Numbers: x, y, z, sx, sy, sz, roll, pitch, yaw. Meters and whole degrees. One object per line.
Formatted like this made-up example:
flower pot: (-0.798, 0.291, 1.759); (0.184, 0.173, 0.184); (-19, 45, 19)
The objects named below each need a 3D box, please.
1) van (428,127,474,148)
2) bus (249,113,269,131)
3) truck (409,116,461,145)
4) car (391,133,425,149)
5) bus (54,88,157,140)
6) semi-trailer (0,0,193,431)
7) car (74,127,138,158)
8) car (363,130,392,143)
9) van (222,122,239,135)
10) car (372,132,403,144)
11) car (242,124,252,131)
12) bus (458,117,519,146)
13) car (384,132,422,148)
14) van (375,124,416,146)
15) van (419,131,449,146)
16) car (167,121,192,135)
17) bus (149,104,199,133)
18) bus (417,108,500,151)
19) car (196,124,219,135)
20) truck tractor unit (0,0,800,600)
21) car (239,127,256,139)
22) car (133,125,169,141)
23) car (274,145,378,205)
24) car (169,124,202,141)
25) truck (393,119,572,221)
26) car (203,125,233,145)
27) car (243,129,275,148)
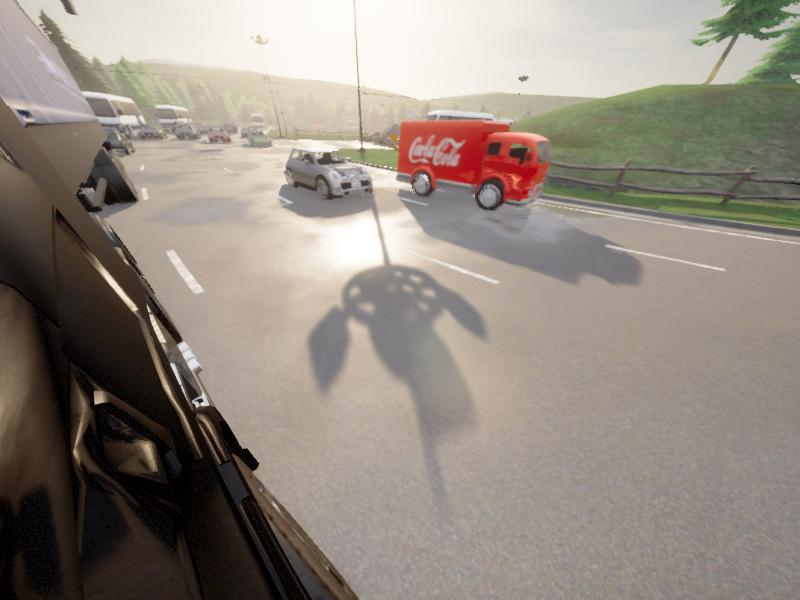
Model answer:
van: (7.916, -25.224, 35.974); (6.366, 2.431, 2.351); (-13, 39, -20)
bus: (-45.563, -57.524, 74.863); (3.944, 4.253, 10.273); (-13, 39, -19)
truck: (6.207, -29.941, 41.048); (8.468, 3.827, 2.891); (-13, 39, -20)
car: (1.029, -21.004, 30.601); (3.988, 1.617, 1.851); (-13, 39, -20)
bus: (-35.302, -22.763, 28.704); (3.944, 4.253, 10.273); (-17, 41, -23)
semi-trailer: (-8.286, -3.832, 4.626); (2.717, 4.402, 14.254); (-29, 47, -35)
car: (-19.991, -10.943, 15.945); (1.789, 1.549, 3.705); (-23, 43, -30)
car: (-4.010, -28.965, 40.968); (4.611, 1.667, 2.242); (-13, 39, -20)
van: (-34.097, -34.604, 46.592); (1.775, 1.987, 4.442); (-13, 39, -19)
car: (-2.097, -27.065, 38.668); (4.892, 1.490, 1.837); (-13, 39, -20)
car: (-48.057, -54.434, 72.808); (1.801, 1.575, 5.366); (-13, 39, -19)
bus: (16.967, -32.553, 44.806); (10.273, 4.253, 3.944); (-13, 39, -20)
car: (0.375, -23.133, 33.415); (5.027, 1.651, 2.152); (-13, 39, -20)
van: (-0.650, -25.539, 35.823); (5.915, 2.561, 1.988); (-13, 39, -20)
van: (5.692, -26.807, 38.347); (4.442, 1.987, 1.775); (-13, 39, -20)
car: (-38.301, -30.005, 40.254); (1.905, 1.878, 3.866); (-13, 40, -20)
bus: (-46.806, -37.927, 48.441); (3.944, 4.253, 10.273); (-13, 39, -19)
bus: (8.033, -23.616, 32.290); (10.273, 4.253, 3.944); (-13, 39, -20)
car: (-36.276, -32.193, 43.653); (2.163, 1.488, 4.792); (-13, 40, -20)
truck tractor unit: (-2.645, -0.295, 0.352); (6.516, 4.208, 3.053); (28, 44, 30)
car: (-25.048, -27.453, 38.005); (1.994, 1.385, 4.181); (-16, 40, -23)
car: (-30.624, -20.659, 28.560); (1.994, 1.385, 4.181); (-18, 41, -25)
car: (-2.883, -5.038, 9.027); (3.806, 1.475, 1.970); (31, 45, 33)
car: (-27.841, -21.960, 30.211); (2.242, 1.667, 4.611); (-17, 41, -24)
truck: (2.552, -5.064, 8.541); (5.204, 2.467, 2.627); (29, 45, 31)
car: (-21.593, -19.651, 27.457); (2.242, 1.667, 4.611); (-20, 42, -27)
car: (-15.700, -17.948, 25.621); (2.007, 1.525, 4.514); (-21, 43, -28)
